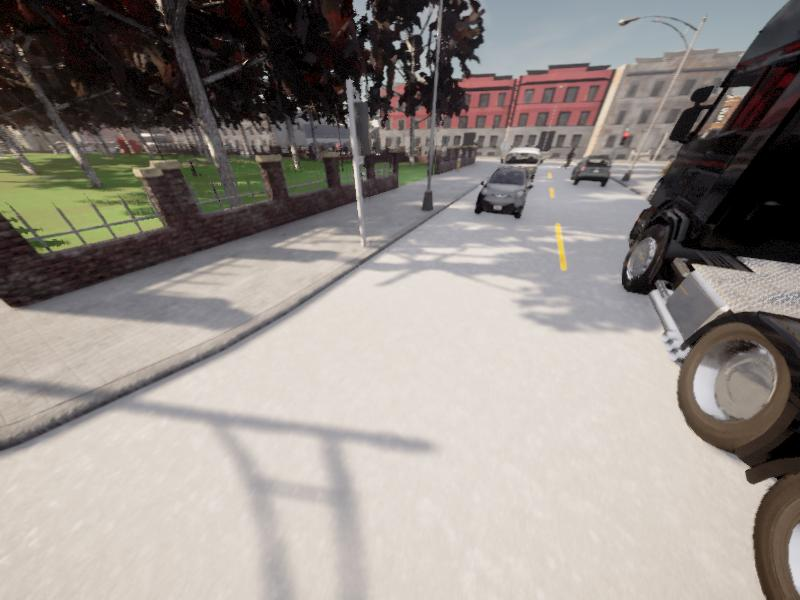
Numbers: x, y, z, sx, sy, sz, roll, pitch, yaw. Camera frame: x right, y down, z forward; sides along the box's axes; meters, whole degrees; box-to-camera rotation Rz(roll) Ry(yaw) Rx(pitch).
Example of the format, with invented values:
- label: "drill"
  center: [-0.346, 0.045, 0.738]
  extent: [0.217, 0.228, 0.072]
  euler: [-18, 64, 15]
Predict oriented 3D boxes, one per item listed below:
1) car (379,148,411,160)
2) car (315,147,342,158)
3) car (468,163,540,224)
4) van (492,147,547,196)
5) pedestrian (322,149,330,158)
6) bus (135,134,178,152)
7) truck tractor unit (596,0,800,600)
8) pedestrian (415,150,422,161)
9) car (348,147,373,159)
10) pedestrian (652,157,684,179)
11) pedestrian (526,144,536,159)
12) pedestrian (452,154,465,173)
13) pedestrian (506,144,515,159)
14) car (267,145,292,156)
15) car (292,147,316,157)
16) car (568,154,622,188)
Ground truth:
- label: "car"
  center: [-0.875, -23.793, 37.551]
  extent: [4.892, 1.490, 1.837]
  euler: [16, 37, 22]
- label: "car"
  center: [-13.223, -27.429, 42.859]
  extent: [4.514, 1.525, 2.007]
  euler: [16, 38, 23]
- label: "car"
  center: [4.174, -4.338, 9.069]
  extent: [1.845, 1.501, 3.633]
  euler: [16, 38, 23]
- label: "van"
  center: [7.049, -7.658, 13.466]
  extent: [2.069, 2.038, 4.480]
  euler: [16, 38, 23]
- label: "pedestrian"
  center: [-12.202, -24.079, 37.933]
  extent: [0.751, 1.300, 0.751]
  euler: [17, 38, 23]
- label: "bus"
  center: [-70.192, -45.304, 66.668]
  extent: [10.273, 4.253, 3.944]
  euler: [16, 38, 22]
- label: "truck tractor unit"
  center: [4.387, -0.708, 1.375]
  extent: [3.053, 4.208, 6.516]
  euler: [18, 38, 24]
- label: "pedestrian"
  center: [2.563, -19.852, 31.730]
  extent: [0.751, 1.300, 0.751]
  euler: [-4, 35, -5]
- label: "car"
  center: [-6.845, -25.570, 40.106]
  extent: [3.705, 1.549, 1.789]
  euler: [16, 38, 23]
- label: "pedestrian"
  center: [18.879, -9.343, 16.322]
  extent: [0.751, 1.300, 0.751]
  euler: [6, 35, 8]
- label: "pedestrian"
  center: [20.657, -23.482, 36.510]
  extent: [0.751, 1.860, 0.751]
  euler: [23, 41, 30]
- label: "pedestrian"
  center: [5.027, -11.700, 19.808]
  extent: [0.751, 1.300, 0.751]
  euler: [16, 38, 22]
- label: "pedestrian"
  center: [17.335, -23.261, 36.191]
  extent: [0.751, 1.860, 0.751]
  euler: [13, 37, 19]
- label: "car"
  center: [-24.931, -31.009, 47.801]
  extent: [4.605, 1.855, 1.932]
  euler: [16, 38, 23]
- label: "car"
  center: [-18.743, -29.027, 45.249]
  extent: [3.806, 1.475, 1.970]
  euler: [17, 38, 23]
- label: "car"
  center: [12.618, -8.630, 15.261]
  extent: [1.851, 1.617, 3.988]
  euler: [16, 38, 22]
